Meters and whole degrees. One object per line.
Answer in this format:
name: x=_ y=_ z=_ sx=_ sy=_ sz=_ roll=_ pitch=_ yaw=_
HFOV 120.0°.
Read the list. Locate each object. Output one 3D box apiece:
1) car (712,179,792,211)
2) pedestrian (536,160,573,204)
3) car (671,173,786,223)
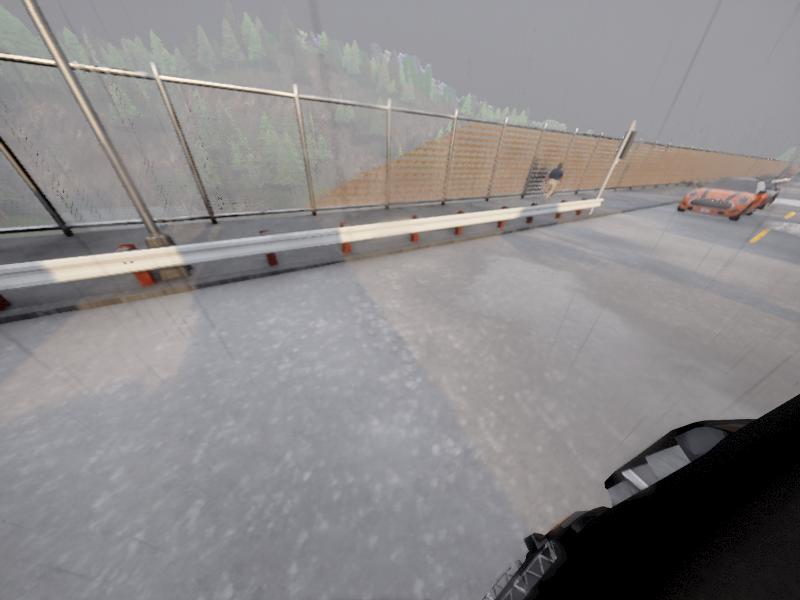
car: x=22.671 y=-6.874 z=14.900 sx=4.181 sy=1.385 sz=1.994 roll=-16 pitch=38 yaw=-26
pedestrian: x=7.662 y=-5.886 z=11.513 sx=0.751 sy=1.860 sz=0.751 roll=-23 pitch=41 yaw=-33
car: x=16.354 y=-5.238 z=11.541 sx=4.553 sy=1.767 sz=2.097 roll=-16 pitch=38 yaw=-26
